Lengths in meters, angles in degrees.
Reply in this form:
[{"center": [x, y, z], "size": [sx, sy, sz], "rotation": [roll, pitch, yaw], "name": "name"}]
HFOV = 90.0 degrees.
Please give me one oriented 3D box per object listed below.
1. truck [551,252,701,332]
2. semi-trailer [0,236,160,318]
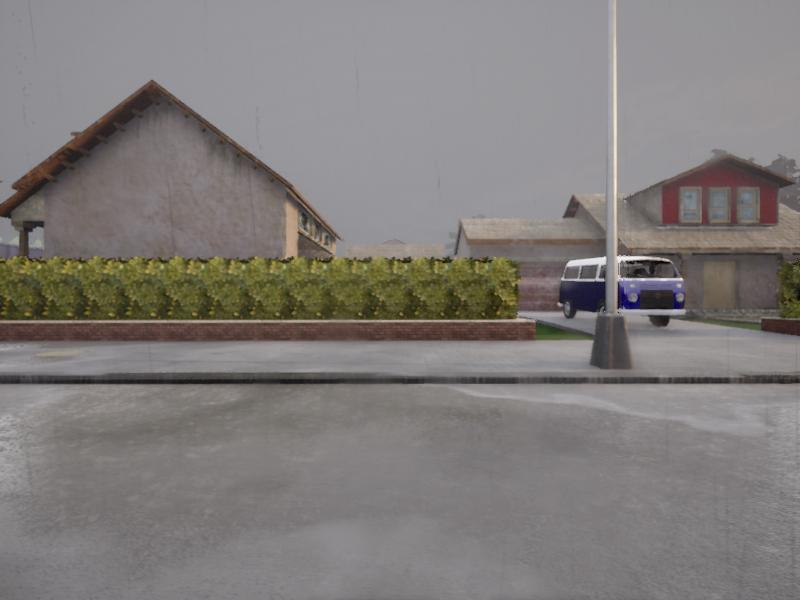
[{"center": [6.558, -0.306, 12.379], "size": [2.069, 2.038, 4.478], "rotation": [0, 3, 0], "name": "truck"}, {"center": [-22.720, -1.207, 28.477], "size": [2.717, 4.402, 14.254], "rotation": [0, 0, 0], "name": "semi-trailer"}]
